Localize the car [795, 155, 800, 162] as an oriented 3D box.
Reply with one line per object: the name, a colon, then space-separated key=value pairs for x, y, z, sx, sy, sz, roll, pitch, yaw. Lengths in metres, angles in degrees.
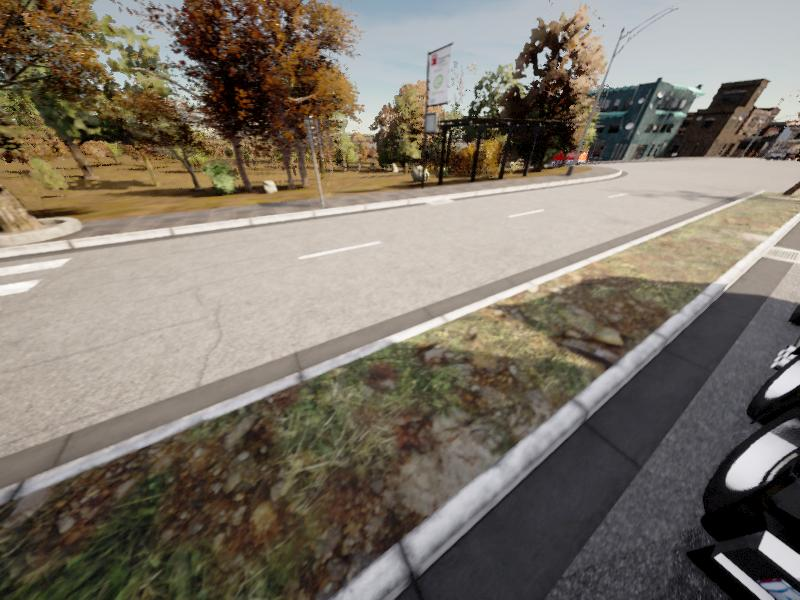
car: x=58.188 y=-20.304 z=32.467 sx=5.008 sy=1.535 sz=1.882 roll=-17 pitch=38 yaw=-26

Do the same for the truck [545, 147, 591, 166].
truck: x=28.059 y=-24.043 z=38.880 sx=2.627 sy=2.467 sz=5.204 roll=-16 pitch=33 yaw=-21

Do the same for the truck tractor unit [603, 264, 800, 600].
truck tractor unit: x=5.112 y=-0.298 z=0.793 sx=6.516 sy=4.208 sz=3.053 roll=-18 pitch=39 yaw=-24
